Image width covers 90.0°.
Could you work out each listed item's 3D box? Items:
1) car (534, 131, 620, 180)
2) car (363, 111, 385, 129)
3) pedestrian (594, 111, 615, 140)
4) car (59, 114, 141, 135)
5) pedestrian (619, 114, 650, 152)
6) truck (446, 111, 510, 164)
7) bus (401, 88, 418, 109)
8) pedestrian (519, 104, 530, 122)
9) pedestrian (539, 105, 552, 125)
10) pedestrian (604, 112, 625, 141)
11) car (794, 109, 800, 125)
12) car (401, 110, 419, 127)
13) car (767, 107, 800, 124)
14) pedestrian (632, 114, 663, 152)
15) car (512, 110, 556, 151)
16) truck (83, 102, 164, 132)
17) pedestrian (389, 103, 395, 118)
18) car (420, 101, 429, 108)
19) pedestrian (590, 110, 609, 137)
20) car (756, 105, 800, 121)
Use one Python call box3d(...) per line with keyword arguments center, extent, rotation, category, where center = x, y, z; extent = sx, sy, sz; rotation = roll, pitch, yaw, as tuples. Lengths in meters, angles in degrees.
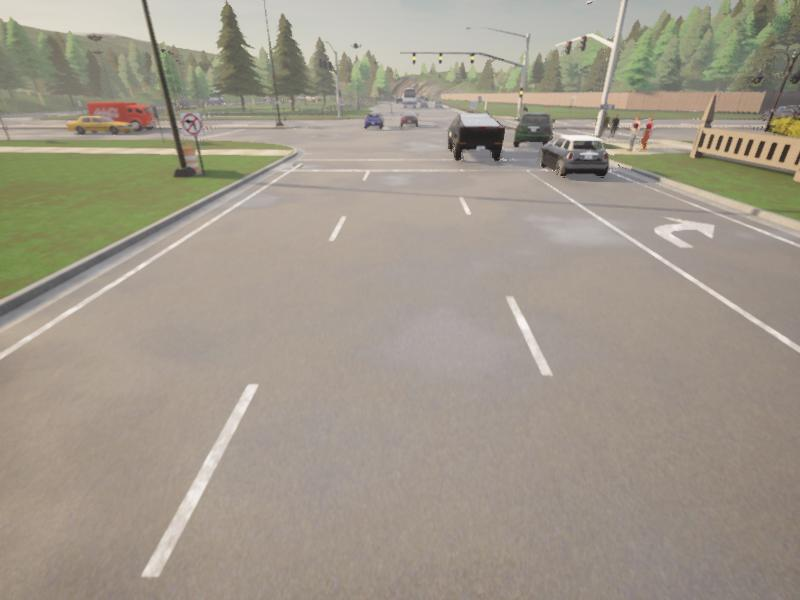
box3d(center=(7.368, -6.276, 17.163), extent=(1.970, 1.475, 3.806), rotation=(1, 27, 1), category="car")
box3d(center=(-2.548, -18.164, 40.328), extent=(1.816, 1.474, 4.193), rotation=(0, 27, 1), category="car")
box3d(center=(14.916, -12.726, 29.187), extent=(0.751, 1.860, 0.751), rotation=(0, 27, 0), category="pedestrian")
box3d(center=(-25.787, -15.156, 34.492), extent=(5.366, 1.575, 1.801), rotation=(1, 27, 2), category="car")
box3d(center=(12.742, -9.090, 21.798), extent=(0.751, 1.860, 0.751), rotation=(-5, 28, -9), category="pedestrian")
box3d(center=(3.965, -8.998, 21.791), extent=(2.390, 2.098, 6.274), rotation=(1, 27, 2), category="truck")
box3d(center=(2.310, -49.043, 97.280), extent=(3.944, 4.253, 10.273), rotation=(0, 27, 1), category="bus")
box3d(center=(15.053, -22.635, 48.448), extent=(0.751, 1.860, 0.751), rotation=(-2, 27, -4), category="pedestrian")
box3d(center=(14.690, -18.683, 40.435), extent=(0.751, 1.860, 0.751), rotation=(3, 27, 6), category="pedestrian")
box3d(center=(15.107, -12.215, 28.194), extent=(0.751, 1.860, 0.751), rotation=(2, 27, 5), category="pedestrian")
box3d(center=(45.627, -19.450, 42.558), extent=(4.792, 1.488, 2.163), rotation=(1, 27, 2), category="car")
box3d(center=(1.015, -19.357, 42.661), extent=(1.812, 1.442, 4.674), rotation=(0, 27, 1), category="car")
box3d(center=(44.978, -21.083, 45.683), extent=(3.988, 1.617, 1.851), rotation=(1, 27, 2), category="car")
box3d(center=(13.432, -9.069, 21.754), extent=(0.751, 1.860, 0.751), rotation=(-3, 27, -6), category="pedestrian")
box3d(center=(8.680, -11.034, 25.782), extent=(2.150, 2.045, 5.566), rotation=(9, 28, 16), category="car")
box3d(center=(-25.689, -17.152, 37.400), extent=(5.204, 2.467, 2.627), rotation=(1, 27, 2), category="truck")
box3d(center=(-1.158, -26.612, 56.266), extent=(0.751, 1.860, 0.751), rotation=(2, 27, 4), category="pedestrian")
box3d(center=(5.956, -48.148, 98.637), extent=(2.033, 1.411, 5.357), rotation=(0, 27, 1), category="car")
box3d(center=(15.319, -13.528, 30.744), extent=(0.751, 1.860, 0.751), rotation=(0, 27, 0), category="pedestrian")
box3d(center=(46.864, -22.775, 48.678), extent=(4.553, 1.767, 2.097), rotation=(1, 27, 2), category="car")
